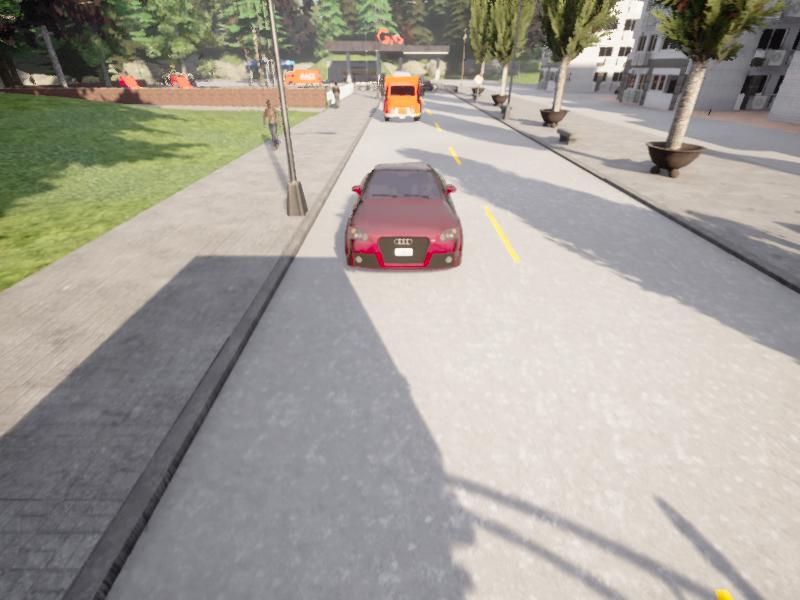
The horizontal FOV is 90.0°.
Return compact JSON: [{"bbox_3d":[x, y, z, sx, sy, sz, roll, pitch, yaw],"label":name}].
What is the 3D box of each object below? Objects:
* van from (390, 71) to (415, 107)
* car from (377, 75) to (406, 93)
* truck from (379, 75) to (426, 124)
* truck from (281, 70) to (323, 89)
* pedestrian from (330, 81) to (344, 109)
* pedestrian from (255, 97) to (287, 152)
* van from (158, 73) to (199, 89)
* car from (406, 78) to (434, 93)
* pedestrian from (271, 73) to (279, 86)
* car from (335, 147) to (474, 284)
[{"bbox_3d":[0.236,-19.106,36.036,1.988,2.561,5.915,0,30,1],"label":"van"},{"bbox_3d":[-1.118,-28.435,52.582,1.905,1.878,3.866,-20,36,-31],"label":"car"},{"bbox_3d":[0.153,-12.744,25.273,2.627,2.467,5.204,0,30,0],"label":"truck"},{"bbox_3d":[-14.432,-32.702,59.287,5.204,2.467,2.627,1,30,1],"label":"truck"},{"bbox_3d":[-4.848,-15.799,30.817,0.751,1.860,0.751,1,30,2],"label":"pedestrian"},{"bbox_3d":[-4.935,-6.766,15.418,0.751,1.860,0.751,0,30,-1],"label":"pedestrian"},{"bbox_3d":[-32.904,-32.573,59.498,4.480,2.038,2.069,0,30,0],"label":"van"},{"bbox_3d":[2.636,-28.808,53.569,2.038,1.542,4.974,-11,32,-16],"label":"car"},{"bbox_3d":[-20.245,-35.660,64.718,0.751,1.860,0.751,-2,30,-4],"label":"pedestrian"},{"bbox_3d":[0.068,-1.909,7.877,1.994,1.385,4.181,0,30,0],"label":"car"}]
